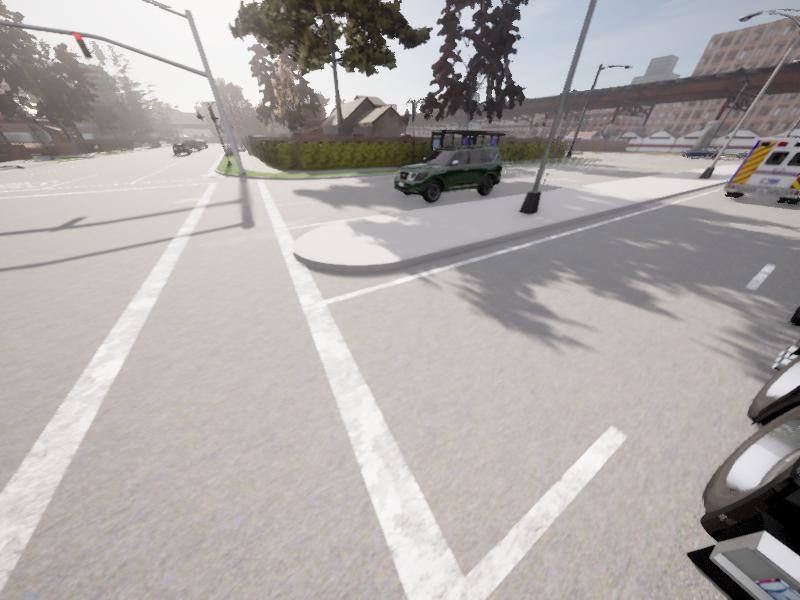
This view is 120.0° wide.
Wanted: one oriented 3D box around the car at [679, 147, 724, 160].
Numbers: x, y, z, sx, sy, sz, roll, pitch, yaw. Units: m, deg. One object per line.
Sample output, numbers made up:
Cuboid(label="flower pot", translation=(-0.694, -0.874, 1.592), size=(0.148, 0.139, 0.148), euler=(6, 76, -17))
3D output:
Cuboid(label="car", translation=(46.553, -22.710, 35.755), size=(1.789, 1.549, 3.705), euler=(-18, 39, -24))

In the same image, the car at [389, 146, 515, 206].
Cuboid(label="car", translation=(2.463, -6.117, 11.052), size=(5.566, 2.045, 2.150), euler=(-18, 39, -24))

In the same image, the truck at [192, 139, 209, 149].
Cuboid(label="truck", translation=(-52.129, -40.916, 60.544), size=(2.390, 2.098, 6.274), euler=(-18, 39, -25))

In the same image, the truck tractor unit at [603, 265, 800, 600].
Cuboid(label="truck tractor unit", translation=(5.108, -0.303, 0.788), size=(6.516, 4.208, 3.053), euler=(-18, 38, -24))

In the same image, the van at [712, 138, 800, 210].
Cuboid(label="van", translation=(18.495, -6.215, 10.996), size=(6.366, 2.431, 2.351), euler=(-18, 39, -24))

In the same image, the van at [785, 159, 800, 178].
Cuboid(label="van", translation=(34.051, -11.316, 18.379), size=(5.915, 2.561, 1.988), euler=(-18, 39, -24))

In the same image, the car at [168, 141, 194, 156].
Cuboid(label="car", translation=(-35.801, -24.861, 37.867), size=(1.932, 1.855, 4.605), euler=(-18, 39, -25))

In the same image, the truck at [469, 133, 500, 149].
Cuboid(label="truck", translation=(25.694, -48.802, 70.651), size=(2.891, 3.827, 8.468), euler=(-18, 40, -24))
